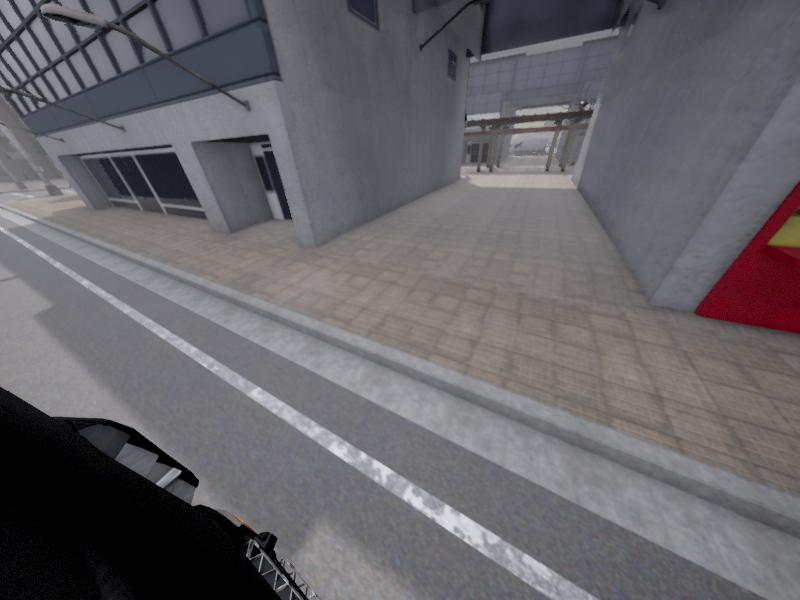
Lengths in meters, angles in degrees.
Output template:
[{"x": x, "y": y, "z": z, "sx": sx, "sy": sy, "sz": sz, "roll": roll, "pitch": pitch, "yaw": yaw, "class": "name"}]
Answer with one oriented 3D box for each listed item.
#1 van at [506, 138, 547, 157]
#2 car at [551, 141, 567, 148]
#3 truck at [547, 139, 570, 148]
[{"x": 22.563, "y": -27.362, "z": 41.392, "sx": 5.915, "sy": 2.561, "sz": 1.988, "roll": 14, "pitch": 37, "yaw": 24, "class": "van"}, {"x": 53.147, "y": -52.010, "z": 77.325, "sx": 3.988, "sy": 1.617, "sz": 1.851, "roll": 14, "pitch": 37, "yaw": 24, "class": "car"}, {"x": 54.687, "y": -54.034, "z": 79.751, "sx": 6.274, "sy": 2.098, "sz": 2.390, "roll": 14, "pitch": 37, "yaw": 24, "class": "truck"}]
